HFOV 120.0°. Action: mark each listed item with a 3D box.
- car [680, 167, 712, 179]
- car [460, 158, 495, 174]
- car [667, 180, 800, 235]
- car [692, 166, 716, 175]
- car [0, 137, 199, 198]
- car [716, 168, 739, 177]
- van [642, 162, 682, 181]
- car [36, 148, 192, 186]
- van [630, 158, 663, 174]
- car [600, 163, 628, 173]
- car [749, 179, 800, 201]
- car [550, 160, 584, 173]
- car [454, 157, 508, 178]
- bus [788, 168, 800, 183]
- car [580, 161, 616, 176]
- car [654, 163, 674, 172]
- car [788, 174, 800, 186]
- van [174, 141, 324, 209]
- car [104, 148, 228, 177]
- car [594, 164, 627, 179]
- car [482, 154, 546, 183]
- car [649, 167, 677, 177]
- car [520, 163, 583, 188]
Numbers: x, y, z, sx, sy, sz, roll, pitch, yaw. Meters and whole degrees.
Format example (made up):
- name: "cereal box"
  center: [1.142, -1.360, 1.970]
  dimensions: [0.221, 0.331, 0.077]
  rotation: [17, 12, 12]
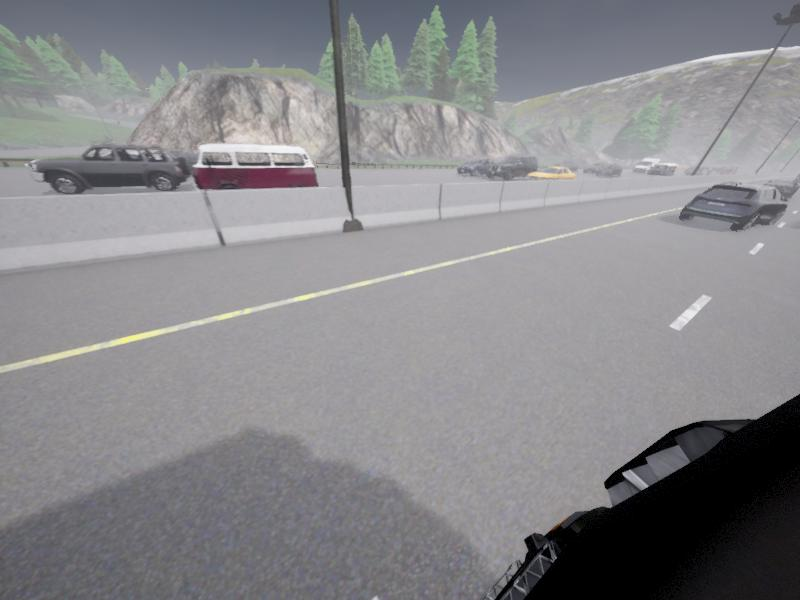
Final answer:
- name: "car"
  center: [50.958, -21.846, 39.732]
  dimensions: [4.974, 1.542, 2.038]
  rotation: [-16, 38, -27]
- name: "car"
  center: [9.351, -16.296, 28.020]
  dimensions: [3.633, 1.501, 1.845]
  rotation: [-16, 38, -27]
- name: "car"
  center: [14.610, -4.144, 9.967]
  dimensions: [4.856, 1.649, 2.033]
  rotation: [-11, 36, -20]
- name: "car"
  center: [69.714, -29.717, 52.981]
  dimensions: [4.553, 1.767, 2.097]
  rotation: [-16, 38, -27]
- name: "car"
  center: [-11.933, -5.648, 9.869]
  dimensions: [4.605, 1.855, 1.932]
  rotation: [-16, 38, -27]
- name: "car"
  center: [72.592, -28.176, 51.186]
  dimensions: [4.514, 1.525, 2.007]
  rotation: [-16, 38, -27]
- name: "van"
  center: [35.873, -17.576, 31.641]
  dimensions: [4.480, 2.038, 2.069]
  rotation: [-16, 38, -27]
- name: "car"
  center: [-14.331, -7.012, 12.132]
  dimensions: [4.674, 1.442, 1.812]
  rotation: [-17, 38, -27]
- name: "van"
  center: [47.399, -25.710, 44.390]
  dimensions: [5.915, 2.561, 1.988]
  rotation: [-16, 38, -27]
- name: "car"
  center: [41.995, -25.898, 45.270]
  dimensions: [4.902, 1.511, 2.128]
  rotation: [-16, 38, -27]
- name: "car"
  center: [32.233, -9.438, 19.708]
  dimensions: [4.718, 1.301, 1.895]
  rotation: [-16, 38, -27]
- name: "car"
  center: [26.876, -21.528, 37.226]
  dimensions: [4.611, 1.667, 2.242]
  rotation: [-16, 38, -27]
- name: "car"
  center: [8.447, -13.814, 24.105]
  dimensions: [5.027, 1.651, 2.152]
  rotation: [-16, 38, -27]
- name: "bus"
  center: [80.705, -25.042, 44.553]
  dimensions: [10.273, 4.253, 3.944]
  rotation: [-16, 38, -27]
- name: "car"
  center: [30.705, -20.406, 35.838]
  dimensions: [4.611, 1.667, 2.242]
  rotation: [-16, 38, -27]
- name: "car"
  center: [66.080, -33.184, 57.858]
  dimensions: [3.866, 1.878, 1.905]
  rotation: [-16, 38, -27]
- name: "car"
  center: [64.147, -18.935, 36.497]
  dimensions: [4.792, 1.488, 2.163]
  rotation: [-16, 38, -27]
- name: "van"
  center: [-5.840, -5.263, 9.630]
  dimensions: [4.480, 2.038, 2.069]
  rotation: [-17, 38, -27]
- name: "car"
  center: [-14.871, -9.090, 15.276]
  dimensions: [5.357, 1.411, 2.033]
  rotation: [-16, 38, -27]
- name: "car"
  center: [28.500, -17.453, 31.300]
  dimensions: [3.705, 1.549, 1.789]
  rotation: [-16, 38, -27]
- name: "car"
  center: [10.733, -12.412, 21.782]
  dimensions: [5.566, 2.045, 2.150]
  rotation: [-17, 38, -27]
- name: "car"
  center: [46.587, -22.721, 40.895]
  dimensions: [4.181, 1.385, 1.994]
  rotation: [-16, 38, -27]
- name: "car"
  center: [12.926, -10.614, 19.665]
  dimensions: [5.366, 1.575, 1.801]
  rotation: [-16, 38, -27]
